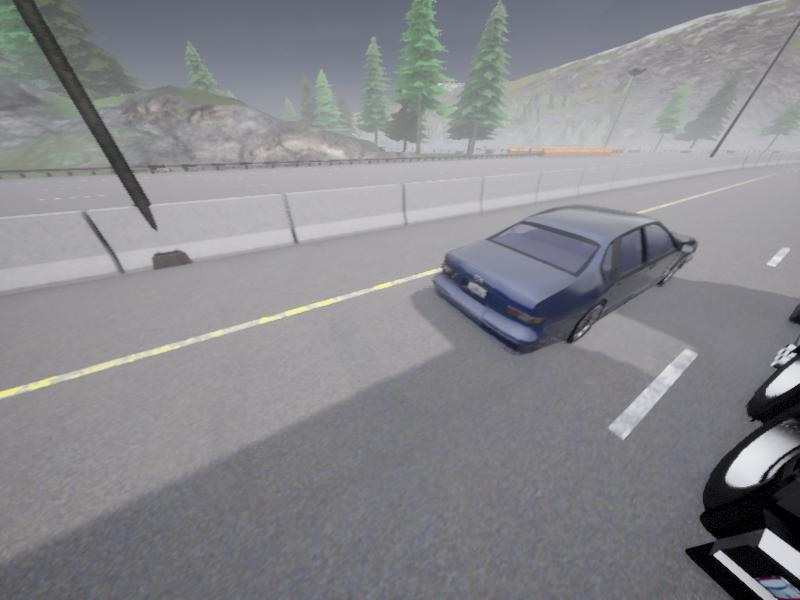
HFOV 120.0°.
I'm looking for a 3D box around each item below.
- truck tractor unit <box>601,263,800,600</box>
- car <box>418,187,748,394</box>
[{"bbox_3d":[5.116,-0.294,0.783,6.516,4.208,3.053,-18,39,-24],"label":"truck tractor unit"},{"bbox_3d":[3.137,-0.800,3.975,5.357,1.411,2.033,-18,39,-24],"label":"car"}]
